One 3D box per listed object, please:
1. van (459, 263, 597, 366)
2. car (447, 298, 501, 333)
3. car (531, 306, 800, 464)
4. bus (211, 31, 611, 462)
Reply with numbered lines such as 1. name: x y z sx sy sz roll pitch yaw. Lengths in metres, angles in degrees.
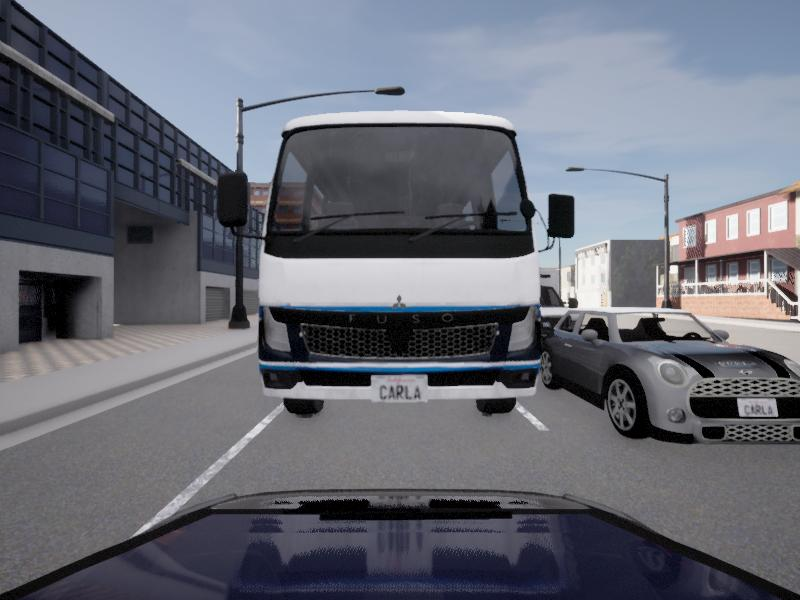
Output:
1. van: 3.500 0.309 12.675 2.351 2.431 6.366 0 1 0
2. car: 3.500 0.683 19.814 1.812 1.442 4.674 0 1 0
3. car: 3.502 0.852 5.780 1.970 1.475 3.806 0 0 0
4. bus: 0.117 -0.565 9.094 3.944 4.253 10.273 0 0 0
